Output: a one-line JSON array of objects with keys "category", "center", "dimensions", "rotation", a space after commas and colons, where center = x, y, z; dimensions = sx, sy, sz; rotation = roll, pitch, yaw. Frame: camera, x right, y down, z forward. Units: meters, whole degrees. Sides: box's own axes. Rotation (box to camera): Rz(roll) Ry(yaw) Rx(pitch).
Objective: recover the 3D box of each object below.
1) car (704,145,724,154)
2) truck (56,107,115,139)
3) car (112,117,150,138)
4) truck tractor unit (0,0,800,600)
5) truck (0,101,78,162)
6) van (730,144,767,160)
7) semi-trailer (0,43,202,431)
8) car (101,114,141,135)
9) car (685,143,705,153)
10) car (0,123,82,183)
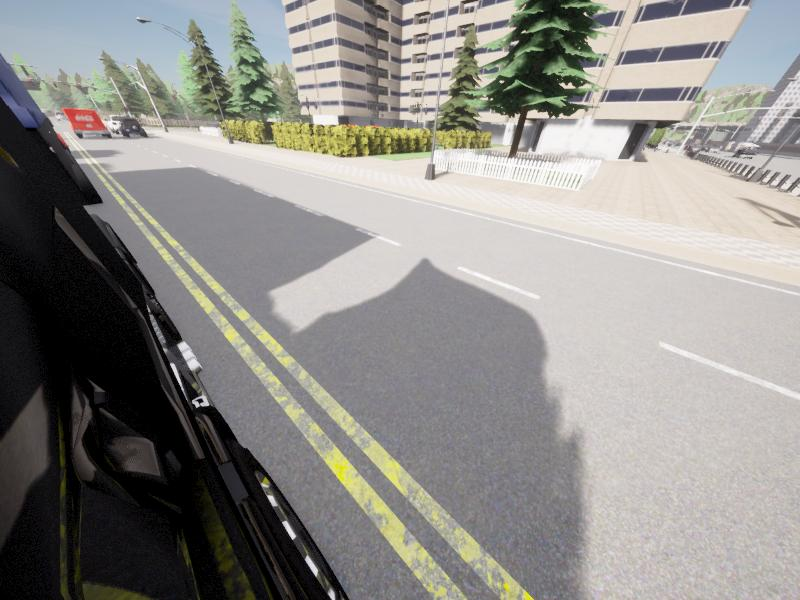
[{"category": "car", "center": [76.890, -37.011, 56.645], "dimensions": [1.851, 1.617, 3.988], "rotation": [28, 44, 30]}, {"category": "truck", "center": [-33.515, -18.833, 24.648], "dimensions": [5.204, 2.467, 2.627], "rotation": [28, 44, 30]}, {"category": "car", "center": [-31.984, -20.518, 27.474], "dimensions": [3.866, 1.878, 1.905], "rotation": [28, 44, 30]}, {"category": "truck tractor unit", "center": [-2.645, -0.295, 0.351], "dimensions": [6.516, 4.208, 3.053], "rotation": [28, 44, 30]}, {"category": "truck", "center": [-21.381, -9.597, 13.063], "dimensions": [5.204, 2.467, 2.627], "rotation": [28, 44, 30]}, {"category": "van", "center": [60.009, -25.622, 39.946], "dimensions": [2.069, 2.038, 4.480], "rotation": [28, 44, 30]}, {"category": "semi-trailer", "center": [-8.695, -3.609, 4.229], "dimensions": [14.254, 4.402, 2.717], "rotation": [28, 44, 30]}, {"category": "car", "center": [-37.394, -23.473, 30.955], "dimensions": [5.566, 2.045, 2.150], "rotation": [28, 44, 30]}, {"category": "car", "center": [73.092, -37.715, 57.250], "dimensions": [2.033, 1.649, 4.856], "rotation": [28, 44, 30]}, {"category": "car", "center": [-15.847, -6.293, 9.670], "dimensions": [4.611, 1.667, 2.242], "rotation": [28, 43, 30]}]
